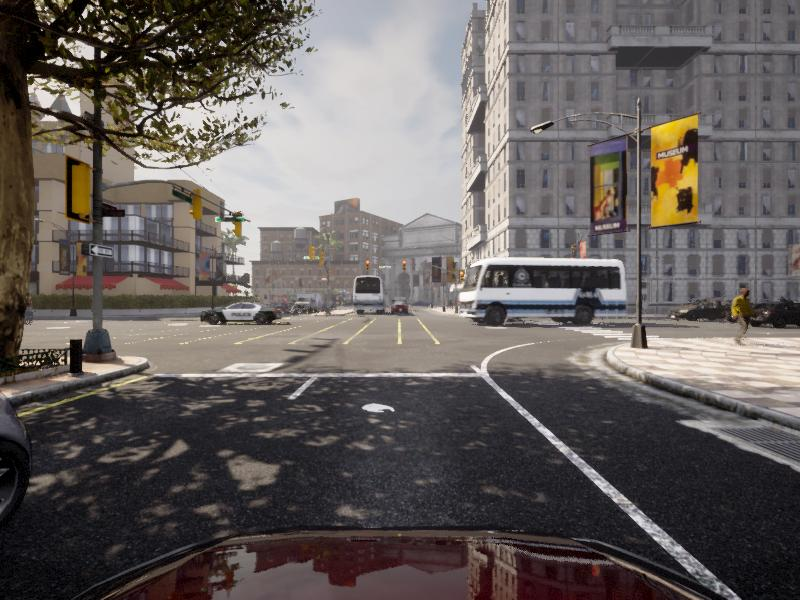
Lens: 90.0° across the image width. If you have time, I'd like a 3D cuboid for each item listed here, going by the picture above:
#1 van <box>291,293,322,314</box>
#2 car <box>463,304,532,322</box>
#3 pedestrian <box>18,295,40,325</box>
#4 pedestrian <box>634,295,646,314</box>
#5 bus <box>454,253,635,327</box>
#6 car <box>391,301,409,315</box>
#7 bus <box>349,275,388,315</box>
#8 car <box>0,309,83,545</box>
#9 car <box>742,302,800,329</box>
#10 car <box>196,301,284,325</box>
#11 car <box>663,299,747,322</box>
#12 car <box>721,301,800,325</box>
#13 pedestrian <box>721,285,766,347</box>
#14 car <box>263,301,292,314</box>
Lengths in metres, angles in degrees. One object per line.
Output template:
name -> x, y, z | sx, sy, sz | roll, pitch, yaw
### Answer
van -> -11.502, 0.371, 49.802 | 2.351, 2.431, 6.366 | 0, 0, 0
car -> 7.215, 0.939, 29.934 | 4.718, 1.301, 1.895 | 0, 0, 0
pedestrian -> -23.421, 0.634, 25.262 | 0.751, 1.860, 0.751 | 0, 0, 3
pedestrian -> 23.748, 0.479, 39.601 | 0.751, 1.860, 0.751 | 0, 0, 0
bus -> 8.970, -0.536, 25.671 | 10.273, 4.253, 3.944 | 0, -1, -7
car -> -0.019, 0.863, 44.608 | 1.812, 1.442, 4.674 | 0, 0, -2
bus -> -3.622, -0.541, 48.601 | 3.944, 4.253, 10.273 | 0, 0, 0
car -> -3.492, 0.826, 1.425 | 1.845, 1.501, 3.633 | 0, 0, 0
car -> 22.546, 0.851, 23.029 | 4.193, 1.474, 1.816 | 0, 0, 0
car -> -10.431, 0.822, 26.332 | 4.974, 1.542, 2.038 | 0, 0, 0
car -> 22.763, 0.753, 30.018 | 4.611, 1.667, 2.242 | 0, 0, 0
car -> 24.318, 0.824, 26.521 | 4.514, 1.525, 2.007 | 0, 0, 0
pedestrian -> 10.620, 0.483, 12.392 | 0.751, 1.860, 0.751 | 0, 0, -3
car -> -15.001, 0.888, 49.342 | 2.033, 1.411, 5.357 | 0, 0, 0
